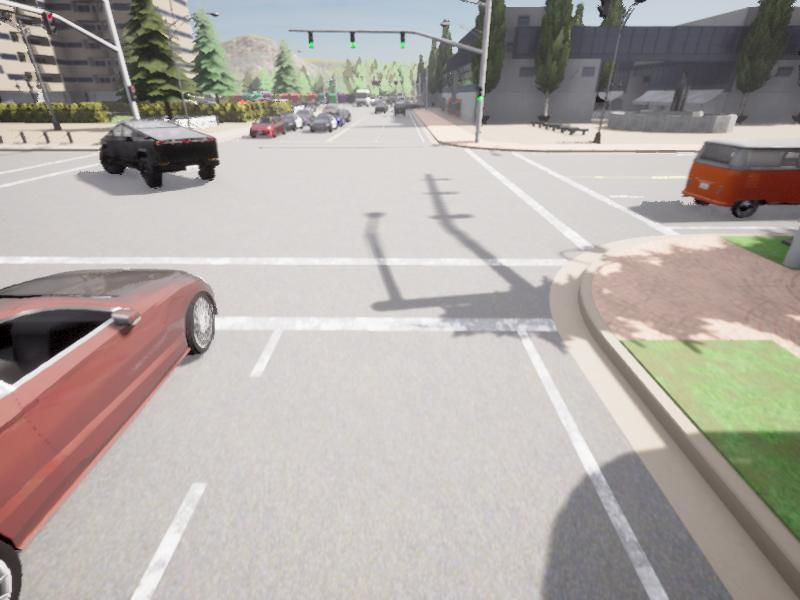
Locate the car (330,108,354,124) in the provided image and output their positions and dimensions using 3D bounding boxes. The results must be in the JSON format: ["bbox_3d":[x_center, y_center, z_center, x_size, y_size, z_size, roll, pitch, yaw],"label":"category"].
[{"bbox_3d":[-7.016,-22.444,48.734,2.128,1.511,4.902,0,27,0],"label":"car"}]

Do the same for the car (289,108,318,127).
[{"bbox_3d":[-10.514,-20.063,43.960,2.033,1.649,4.856,0,27,0],"label":"car"}]

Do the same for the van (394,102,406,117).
[{"bbox_3d":[-0.023,-30.548,64.021,1.775,1.987,4.442,0,27,0],"label":"van"}]

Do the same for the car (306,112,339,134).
[{"bbox_3d":[-7.012,-16.358,36.847,2.038,1.542,4.974,0,27,0],"label":"car"}]

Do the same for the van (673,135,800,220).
[{"bbox_3d":[10.733,-3.487,11.267,4.442,1.987,1.775,-1,27,-3],"label":"van"}]

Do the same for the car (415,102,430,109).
[{"bbox_3d":[5.306,-46.156,94.918,3.633,1.501,1.845,0,27,0],"label":"car"}]

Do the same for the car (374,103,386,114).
[{"bbox_3d":[-3.526,-34.799,72.685,1.930,1.638,5.238,0,27,0],"label":"car"}]

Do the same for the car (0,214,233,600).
[{"bbox_3d":[-3.533,0.754,3.387,2.152,1.651,5.027,0,27,-1],"label":"car"}]

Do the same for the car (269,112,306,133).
[{"bbox_3d":[-10.512,-16.845,37.792,2.038,1.542,4.974,0,27,0],"label":"car"}]

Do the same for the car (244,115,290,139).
[{"bbox_3d":[-10.573,-13.997,32.245,2.007,1.525,4.514,1,27,1],"label":"car"}]

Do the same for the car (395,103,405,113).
[{"bbox_3d":[-0.027,-36.519,76.121,1.789,1.549,3.705,0,27,0],"label":"car"}]

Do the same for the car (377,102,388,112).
[{"bbox_3d":[-3.528,-38.549,79.990,2.033,1.649,4.856,0,27,0],"label":"car"}]

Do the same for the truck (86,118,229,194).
[{"bbox_3d":[-9.698,-5.904,15.838,6.274,2.098,2.390,22,34,36],"label":"truck"}]

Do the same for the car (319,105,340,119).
[{"bbox_3d":[-10.520,-28.275,60.071,2.242,1.667,4.611,0,27,0],"label":"car"}]

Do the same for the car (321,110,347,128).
[{"bbox_3d":[-7.014,-19.543,43.061,2.007,1.525,4.514,0,27,0],"label":"car"}]
